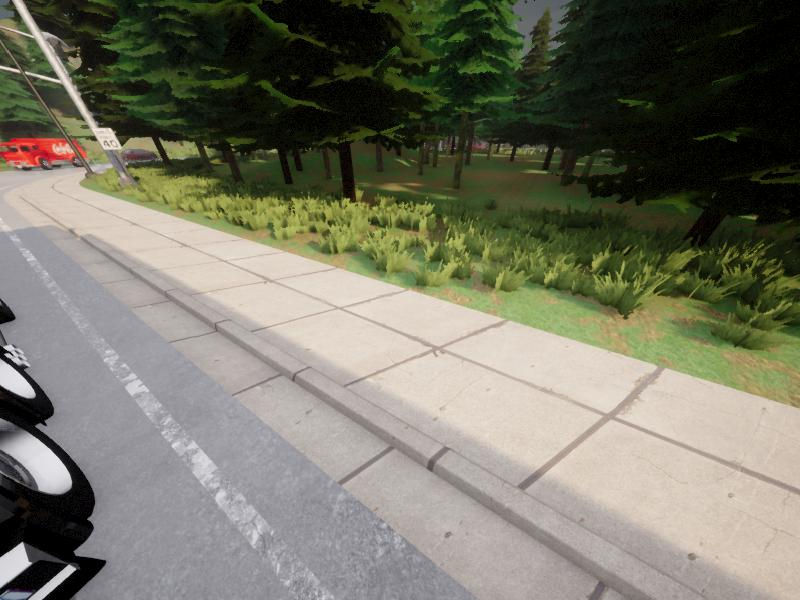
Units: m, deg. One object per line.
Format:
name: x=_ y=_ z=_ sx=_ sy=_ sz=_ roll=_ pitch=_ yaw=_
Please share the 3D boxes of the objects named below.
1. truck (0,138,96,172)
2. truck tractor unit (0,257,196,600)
truck: x=-33.958 y=-13.945 z=22.091 sx=2.627 sy=2.467 sz=5.204 roll=-4 pitch=35 yaw=-5
truck tractor unit: x=-5.100 y=-0.312 z=0.796 sx=6.516 sy=4.208 sz=3.053 roll=19 pitch=39 yaw=25
